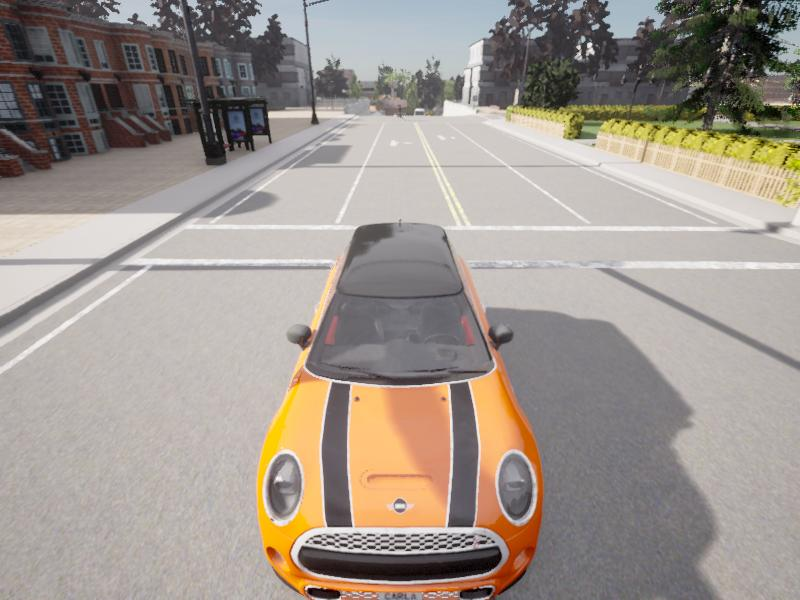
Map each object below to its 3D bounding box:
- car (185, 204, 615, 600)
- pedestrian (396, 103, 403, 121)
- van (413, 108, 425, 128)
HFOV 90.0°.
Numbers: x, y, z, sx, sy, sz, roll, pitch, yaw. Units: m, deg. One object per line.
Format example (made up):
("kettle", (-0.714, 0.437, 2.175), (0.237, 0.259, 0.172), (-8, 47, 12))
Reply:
("car", (0.000, 0.398, 4.377), (2.097, 1.767, 4.553), (0, 28, 0))
("pedestrian", (-0.042, -21.977, 46.862), (0.751, 1.860, 0.751), (2, 28, 4))
("van", (3.479, -33.391, 73.734), (1.988, 2.561, 5.915), (0, 17, 0))
